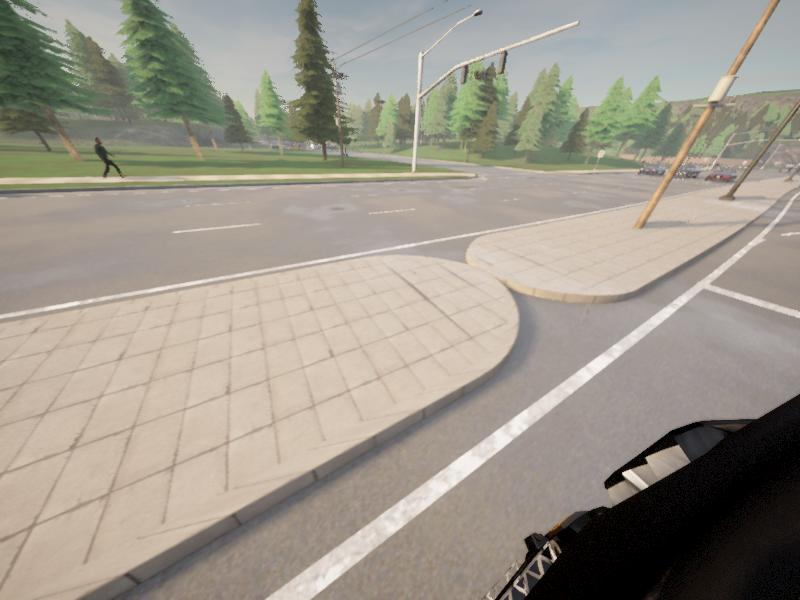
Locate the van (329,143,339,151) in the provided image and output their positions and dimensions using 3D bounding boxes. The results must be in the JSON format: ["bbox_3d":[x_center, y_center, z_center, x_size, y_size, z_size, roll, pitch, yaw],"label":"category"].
[{"bbox_3d":[-22.458,-52.107,78.818,2.069,2.038,4.480,-16,38,-25],"label":"van"}]

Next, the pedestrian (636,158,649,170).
[{"bbox_3d":[44.590,-24.963,42.413,0.751,1.860,0.751,-16,38,-25],"label":"pedestrian"}]

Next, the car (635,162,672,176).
[{"bbox_3d":[37.132,-19.167,33.838,4.974,1.542,2.038,-16,38,-26],"label":"car"}]

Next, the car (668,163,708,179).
[{"bbox_3d":[39.346,-17.627,31.587,4.856,1.649,2.033,-17,38,-26],"label":"car"}]

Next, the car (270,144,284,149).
[{"bbox_3d":[-39.000,-48.730,73.281,1.895,1.301,4.718,2,34,-1],"label":"car"}]

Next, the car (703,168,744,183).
[{"bbox_3d":[40.099,-15.471,28.634,4.181,1.385,1.994,-17,38,-26],"label":"car"}]

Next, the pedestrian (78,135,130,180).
[{"bbox_3d":[-14.857,-7.168,11.672,0.751,1.860,0.751,-15,37,-24],"label":"pedestrian"}]
